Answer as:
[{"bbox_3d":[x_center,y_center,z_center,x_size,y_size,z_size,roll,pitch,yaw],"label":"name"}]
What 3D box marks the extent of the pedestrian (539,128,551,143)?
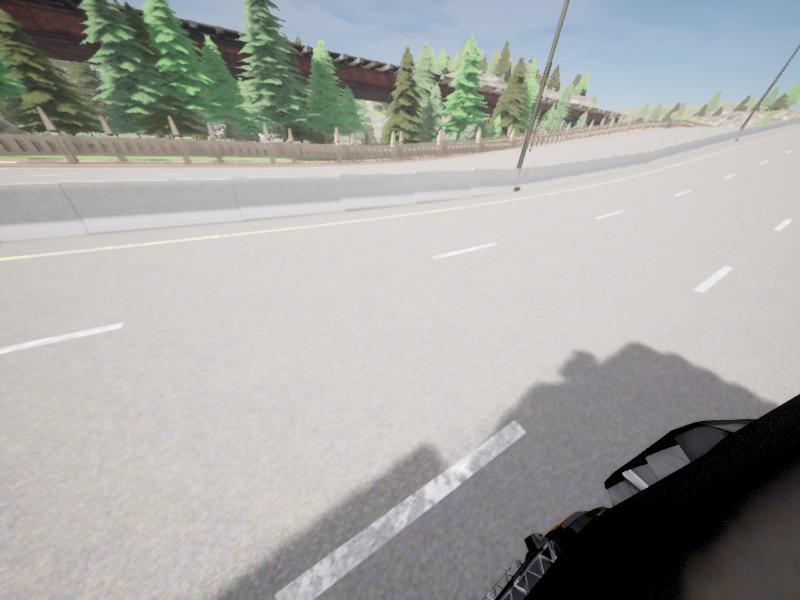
[{"bbox_3d":[22.524,-25.564,35.894,0.751,1.860,0.751,-16,38,-25],"label":"pedestrian"}]
